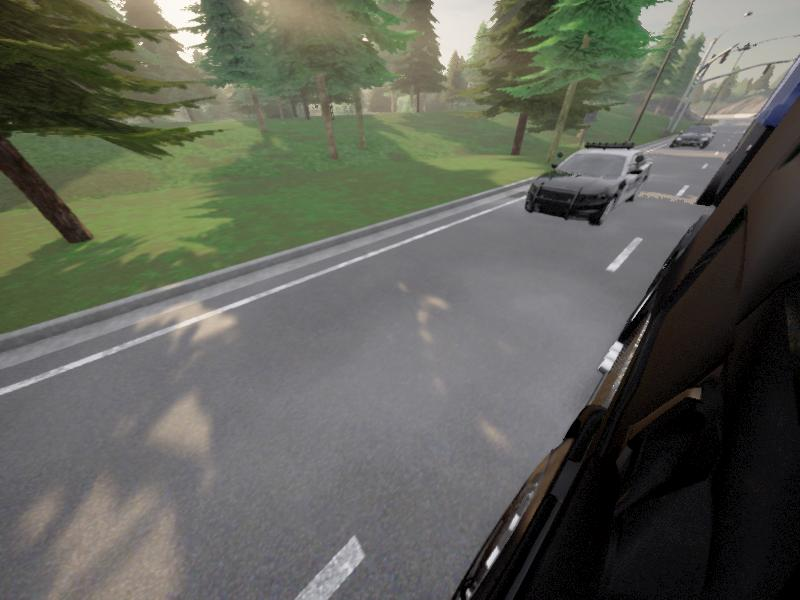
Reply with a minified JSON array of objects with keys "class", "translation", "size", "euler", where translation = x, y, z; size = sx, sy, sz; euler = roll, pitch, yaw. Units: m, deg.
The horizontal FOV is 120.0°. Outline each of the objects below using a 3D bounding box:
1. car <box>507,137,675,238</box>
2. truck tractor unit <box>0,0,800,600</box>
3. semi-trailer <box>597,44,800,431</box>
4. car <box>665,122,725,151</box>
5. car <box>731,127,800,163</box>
[{"class":"car","translation":[5.583,-3.551,6.651],"size":[5.238,1.638,1.930],"euler":[-28,44,-30]},{"class":"truck tractor unit","translation":[2.645,-0.295,0.351],"size":[6.516,4.208,3.053],"euler":[-28,44,-30]},{"class":"semi-trailer","translation":[8.706,-3.590,4.235],"size":[14.254,4.402,2.717],"euler":[-28,44,-30]},{"class":"car","translation":[23.414,-12.978,18.292],"size":[4.974,1.542,2.038],"euler":[-28,44,-30]},{"class":"car","translation":[21.180,-8.969,13.240],"size":[4.181,1.385,1.994],"euler":[-28,44,-30]}]
